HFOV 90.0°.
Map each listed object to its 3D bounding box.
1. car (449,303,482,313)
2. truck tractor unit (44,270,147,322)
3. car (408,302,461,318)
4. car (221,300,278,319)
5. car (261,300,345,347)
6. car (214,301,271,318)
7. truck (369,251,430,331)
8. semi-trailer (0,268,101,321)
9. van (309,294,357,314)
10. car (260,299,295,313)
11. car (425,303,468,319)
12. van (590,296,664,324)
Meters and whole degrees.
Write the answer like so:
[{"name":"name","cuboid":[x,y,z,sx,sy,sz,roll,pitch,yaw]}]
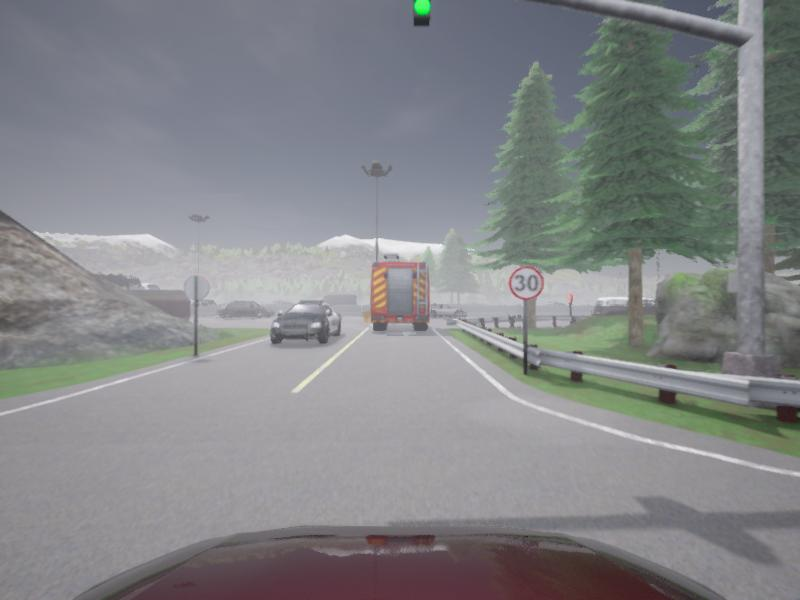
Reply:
[{"name":"car","cuboid":[9.045,1.088,55.278,4.193,1.474,1.816,0,0,0]},{"name":"truck tractor unit","cuboid":[-25.957,-0.346,34.399,6.516,4.208,3.053,0,0,-1]},{"name":"car","cuboid":[3.487,1.004,41.306,5.366,1.575,1.801,0,0,0]},{"name":"car","cuboid":[-14.174,0.879,37.888,4.553,1.767,2.097,0,0,0]},{"name":"car","cuboid":[-3.502,0.778,15.533,2.038,1.542,4.974,0,0,0]},{"name":"car","cuboid":[-16.249,0.973,41.399,5.027,1.651,2.152,0,0,0]},{"name":"truck","cuboid":[0.086,-0.253,23.244,2.891,3.827,8.468,0,-2,1]},{"name":"semi-trailer","cuboid":[-33.871,-0.450,34.321,14.254,4.402,2.717,0,0,-1]},{"name":"van","cuboid":[-8.593,0.540,51.869,5.915,2.561,1.988,0,0,0]},{"name":"car","cuboid":[-18.016,0.880,58.906,4.605,1.855,1.932,1,0,0]},{"name":"car","cuboid":[4.334,1.050,37.801,3.806,1.475,1.970,0,0,0]},{"name":"van","cuboid":[17.389,0.764,30.765,4.480,2.038,2.069,0,0,0]}]
